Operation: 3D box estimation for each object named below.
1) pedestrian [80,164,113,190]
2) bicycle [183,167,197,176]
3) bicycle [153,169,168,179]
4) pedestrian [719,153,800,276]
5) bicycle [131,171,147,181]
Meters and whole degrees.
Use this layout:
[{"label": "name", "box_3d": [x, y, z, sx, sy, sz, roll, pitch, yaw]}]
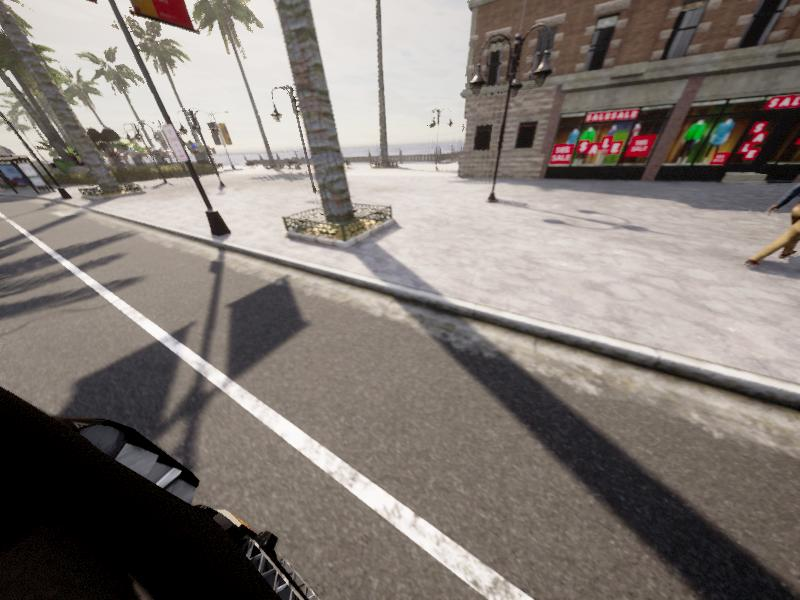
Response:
[{"label": "pedestrian", "box_3d": [-25.711, -10.440, 19.612, 0.751, 1.860, 0.751, 11, 36, 20]}, {"label": "bicycle", "box_3d": [-27.057, -16.561, 29.713, 1.643, 1.024, 0.373, 15, 38, 25]}, {"label": "bicycle", "box_3d": [-28.535, -15.049, 27.561, 1.643, 1.024, 0.373, 15, 38, 25]}, {"label": "pedestrian", "box_3d": [6.360, -1.392, 3.534, 0.751, 1.860, 0.751, -5, 34, -3]}, {"label": "bicycle", "box_3d": [-29.520, -14.040, 26.125, 1.643, 1.024, 0.373, 15, 38, 25]}]
